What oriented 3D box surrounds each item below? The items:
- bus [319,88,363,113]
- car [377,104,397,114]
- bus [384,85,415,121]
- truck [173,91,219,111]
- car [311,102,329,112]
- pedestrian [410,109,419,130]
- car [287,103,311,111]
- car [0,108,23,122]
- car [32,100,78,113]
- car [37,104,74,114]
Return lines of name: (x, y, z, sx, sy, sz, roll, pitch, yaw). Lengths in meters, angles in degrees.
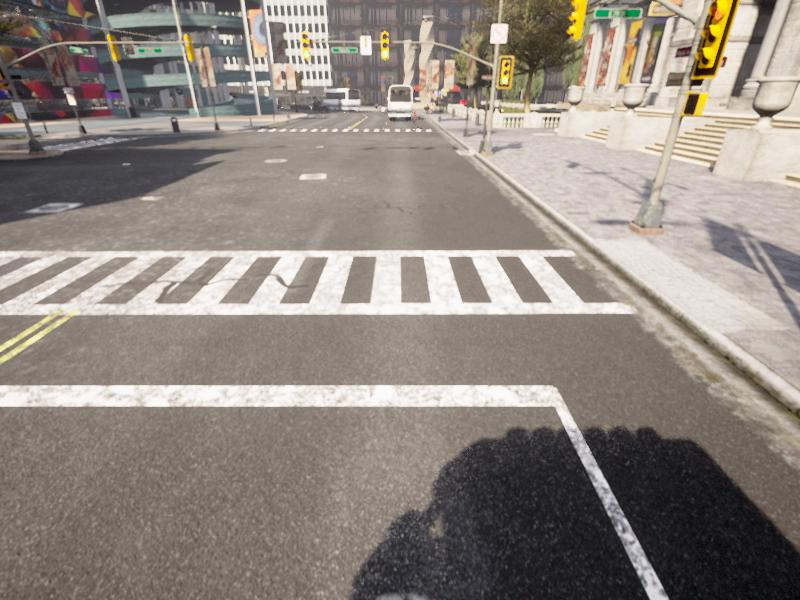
bus: (-12.394, -41.427, 83.024, 3.944, 4.253, 10.273, -21, 33, -34)
car: (-2.400, -35.285, 73.943, 2.038, 1.542, 4.974, -10, 29, -19)
bus: (-0.035, -28.204, 57.164, 3.944, 4.253, 10.273, 0, 27, 0)
truck: (-46.214, -45.183, 90.845, 8.468, 3.827, 2.891, 2, 27, 3)
car: (-16.591, -40.228, 83.304, 1.905, 1.878, 3.866, -21, 33, -34)
pedestrian: (1.388, -17.436, 38.675, 0.751, 1.860, 0.751, -1, 27, -2)
car: (-23.229, -44.543, 92.329, 5.027, 1.651, 2.152, 14, 30, 25)
car: (-50.032, -22.709, 49.172, 4.902, 1.511, 2.128, 0, 27, 0)
car: (-62.126, -34.824, 72.114, 5.566, 2.045, 2.435, 0, 27, 0)
car: (-62.184, -34.475, 72.292, 4.514, 1.523, 2.007, 0, 27, 0)
